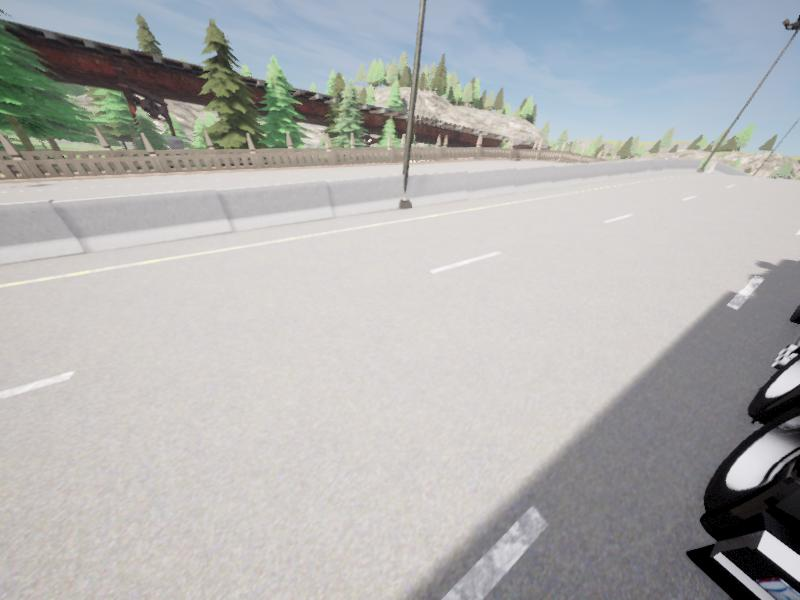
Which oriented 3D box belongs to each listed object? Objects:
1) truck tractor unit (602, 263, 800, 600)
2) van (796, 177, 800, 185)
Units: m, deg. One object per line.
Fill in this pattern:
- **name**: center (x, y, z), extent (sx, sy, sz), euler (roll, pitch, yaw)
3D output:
- **truck tractor unit**: center (5.107, -0.304, 0.783), extent (6.516, 4.208, 3.053), euler (-18, 39, -24)
- **van**: center (48.847, -14.584, 26.531), extent (6.366, 2.431, 2.351), euler (-13, 36, -28)
